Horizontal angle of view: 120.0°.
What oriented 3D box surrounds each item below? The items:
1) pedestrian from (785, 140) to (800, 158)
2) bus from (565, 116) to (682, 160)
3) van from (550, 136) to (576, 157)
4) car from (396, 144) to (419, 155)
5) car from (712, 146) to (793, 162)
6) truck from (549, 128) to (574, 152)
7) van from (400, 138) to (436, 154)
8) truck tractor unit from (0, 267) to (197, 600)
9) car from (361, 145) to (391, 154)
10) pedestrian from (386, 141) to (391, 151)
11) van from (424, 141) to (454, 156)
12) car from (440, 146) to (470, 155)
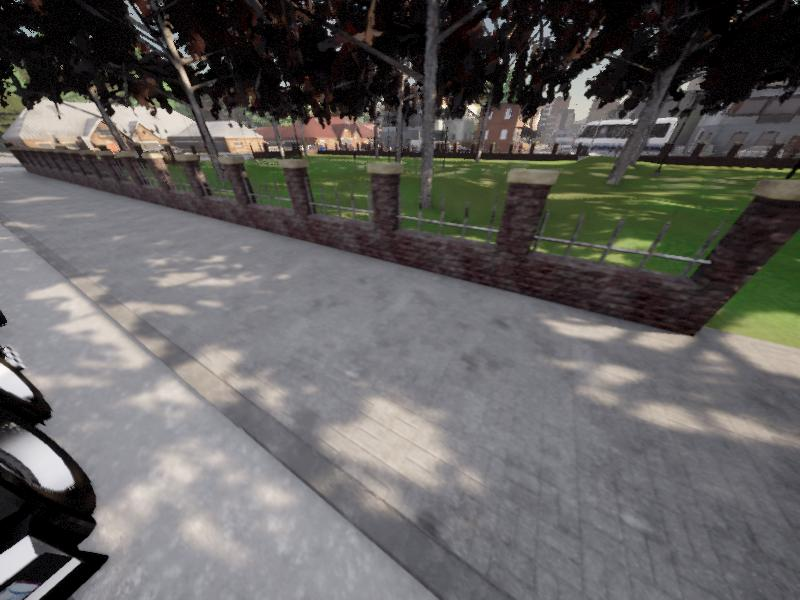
[{"bbox_3d":[47.766,-18.082,27.669,0.751,1.860,0.751,-30,44,-35],"label":"pedestrian"},{"bbox_3d":[29.923,-22.095,31.717,10.273,4.253,3.944,29,43,35],"label":"bus"},{"bbox_3d":[25.760,-24.472,36.806,2.351,2.431,6.366,13,37,22],"label":"van"},{"bbox_3d":[1.297,-26.832,41.195,3.633,1.501,1.845,17,38,23],"label":"car"},{"bbox_3d":[40.454,-16.965,26.725,4.674,1.442,1.812,17,39,24],"label":"car"},{"bbox_3d":[33.395,-33.129,47.926,2.891,3.827,8.468,18,39,24],"label":"truck"},{"bbox_3d":[3.344,-29.269,43.891,6.366,2.431,2.351,18,39,24],"label":"van"},{"bbox_3d":[-5.116,-0.296,0.776,6.516,4.208,3.053,18,39,24],"label":"truck tractor unit"},{"bbox_3d":[-4.573,-28.819,44.225,5.357,1.411,2.033,19,39,25],"label":"car"},{"bbox_3d":[-2.586,-33.661,50.513,0.751,1.860,0.751,29,45,36],"label":"pedestrian"},{"bbox_3d":[6.478,-25.307,38.555,4.442,1.987,1.775,17,38,23],"label":"van"},{"bbox_3d":[9.716,-26.525,40.878,4.718,1.301,1.895,20,40,26],"label":"car"}]
